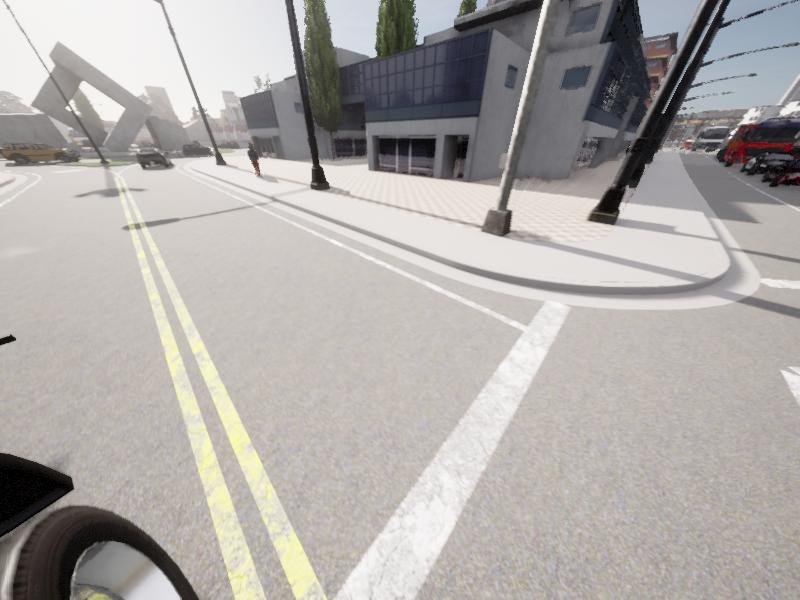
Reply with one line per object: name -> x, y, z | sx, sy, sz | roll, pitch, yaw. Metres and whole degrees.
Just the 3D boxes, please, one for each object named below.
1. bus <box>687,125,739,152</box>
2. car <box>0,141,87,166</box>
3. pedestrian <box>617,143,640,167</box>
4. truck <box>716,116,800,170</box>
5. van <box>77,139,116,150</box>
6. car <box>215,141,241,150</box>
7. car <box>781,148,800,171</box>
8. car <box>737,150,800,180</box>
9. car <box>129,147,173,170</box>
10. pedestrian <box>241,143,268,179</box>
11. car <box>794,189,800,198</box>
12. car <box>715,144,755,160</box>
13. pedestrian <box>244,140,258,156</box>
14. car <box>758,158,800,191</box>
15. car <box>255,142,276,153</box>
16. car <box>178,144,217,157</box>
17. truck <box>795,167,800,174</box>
bus -> 63.932, -33.101, 47.602 | 3.944, 4.253, 10.273 | 28, 43, 34
car -> -35.576, -14.630, 22.965 | 4.605, 1.855, 1.932 | -19, 39, -24
pedestrian -> 21.114, -13.414, 21.362 | 0.751, 1.860, 0.751 | 22, 40, 28
truck -> 34.985, -15.402, 22.549 | 2.891, 3.827, 8.468 | 29, 45, 34
van -> -63.908, -32.864, 48.774 | 1.775, 1.987, 4.442 | 24, 41, 30
car -> -43.244, -38.955, 58.196 | 4.611, 1.667, 2.242 | 0, 35, -1
car -> 36.732, -12.502, 20.541 | 1.812, 1.442, 4.674 | 29, 45, 34
car -> 28.881, -10.617, 17.947 | 2.038, 1.542, 4.974 | 29, 45, 34
car -> -22.832, -13.216, 21.414 | 1.837, 1.490, 4.892 | -22, 40, -29
pedestrian -> -8.964, -8.593, 14.303 | 0.751, 1.860, 0.751 | -26, 42, -32
car -> 19.333, -4.697, 9.600 | 1.816, 1.474, 4.193 | 29, 44, 34
car -> 40.984, -18.213, 28.398 | 1.994, 1.385, 4.181 | 28, 45, 34
pedestrian -> -20.907, -21.281, 32.426 | 0.751, 1.860, 0.751 | 12, 37, 17
car -> 24.153, -7.606, 13.884 | 1.994, 1.385, 4.181 | 29, 44, 35
car -> -25.505, -28.966, 43.936 | 1.930, 1.638, 5.238 | -6, 35, -9
car -> -29.403, -21.795, 33.656 | 1.845, 1.501, 3.633 | 14, 37, 17
truck -> 30.821, -9.706, 14.680 | 2.891, 3.827, 8.468 | 28, 44, 34
